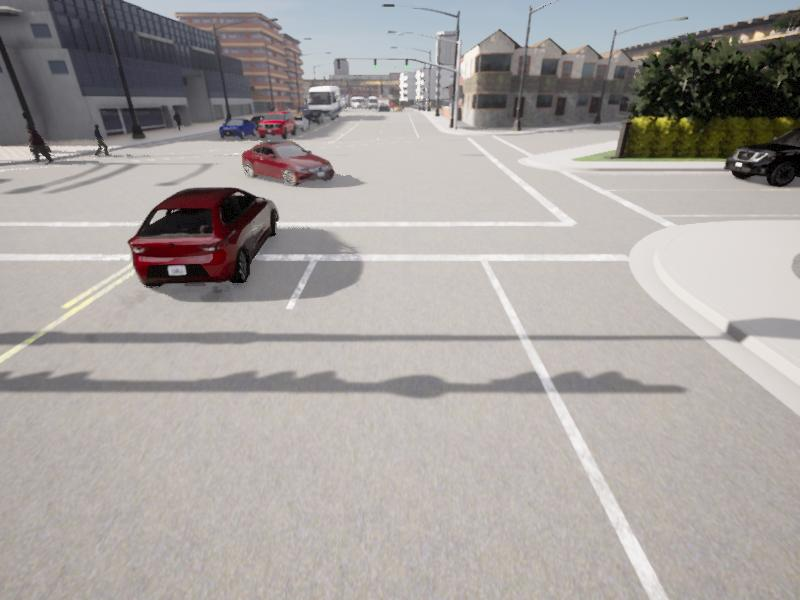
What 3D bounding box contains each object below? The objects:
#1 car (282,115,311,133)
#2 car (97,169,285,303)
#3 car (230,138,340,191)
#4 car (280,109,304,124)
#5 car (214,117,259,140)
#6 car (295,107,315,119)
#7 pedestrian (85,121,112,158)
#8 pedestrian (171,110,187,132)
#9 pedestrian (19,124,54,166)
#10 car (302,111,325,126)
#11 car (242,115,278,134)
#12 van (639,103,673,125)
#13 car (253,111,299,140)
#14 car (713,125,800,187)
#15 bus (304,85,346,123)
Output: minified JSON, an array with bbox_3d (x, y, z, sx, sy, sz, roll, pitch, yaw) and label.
[{"bbox_3d":[-10.622,-18.294,41.442,1.812,1.442,4.674,0,28,0],"label":"car"},{"bbox_3d":[-3.748,-1.579,8.184,1.816,1.474,4.193,-2,27,-4],"label":"car"},{"bbox_3d":[-4.721,-5.629,16.269,4.674,1.442,1.812,21,34,36],"label":"car"},{"bbox_3d":[-14.157,-24.286,52.796,1.882,1.535,5.008,0,28,0],"label":"car"},{"bbox_3d":[-14.110,-15.016,34.883,1.882,1.535,5.008,0,27,0],"label":"car"},{"bbox_3d":[-14.190,-28.061,59.966,1.812,1.442,4.674,0,28,1],"label":"car"},{"bbox_3d":[-17.129,-9.115,22.746,0.751,1.860,0.751,-18,31,-31],"label":"pedestrian"},{"bbox_3d":[-21.403,-17.314,38.726,0.751,1.860,0.751,-2,27,-5],"label":"pedestrian"},{"bbox_3d":[-18.197,-7.783,20.076,0.751,1.860,0.751,-20,33,-34],"label":"pedestrian"},{"bbox_3d":[-10.645,-22.513,49.511,1.816,1.474,4.193,0,28,0],"label":"car"},{"bbox_3d":[-14.122,-17.924,40.679,1.837,1.490,4.892,0,27,0],"label":"car"},{"bbox_3d":[35.301,-25.646,55.116,1.988,2.561,5.915,24,35,39],"label":"van"},{"bbox_3d":[-10.602,-15.262,34.793,2.150,2.045,5.566,0,27,0],"label":"car"},{"bbox_3d":[16.031,-5.613,15.501,5.566,2.045,2.150,0,26,0],"label":"car"},{"bbox_3d":[-10.554,-28.379,57.559,3.944,4.253,10.273,0,29,0],"label":"bus"}]
